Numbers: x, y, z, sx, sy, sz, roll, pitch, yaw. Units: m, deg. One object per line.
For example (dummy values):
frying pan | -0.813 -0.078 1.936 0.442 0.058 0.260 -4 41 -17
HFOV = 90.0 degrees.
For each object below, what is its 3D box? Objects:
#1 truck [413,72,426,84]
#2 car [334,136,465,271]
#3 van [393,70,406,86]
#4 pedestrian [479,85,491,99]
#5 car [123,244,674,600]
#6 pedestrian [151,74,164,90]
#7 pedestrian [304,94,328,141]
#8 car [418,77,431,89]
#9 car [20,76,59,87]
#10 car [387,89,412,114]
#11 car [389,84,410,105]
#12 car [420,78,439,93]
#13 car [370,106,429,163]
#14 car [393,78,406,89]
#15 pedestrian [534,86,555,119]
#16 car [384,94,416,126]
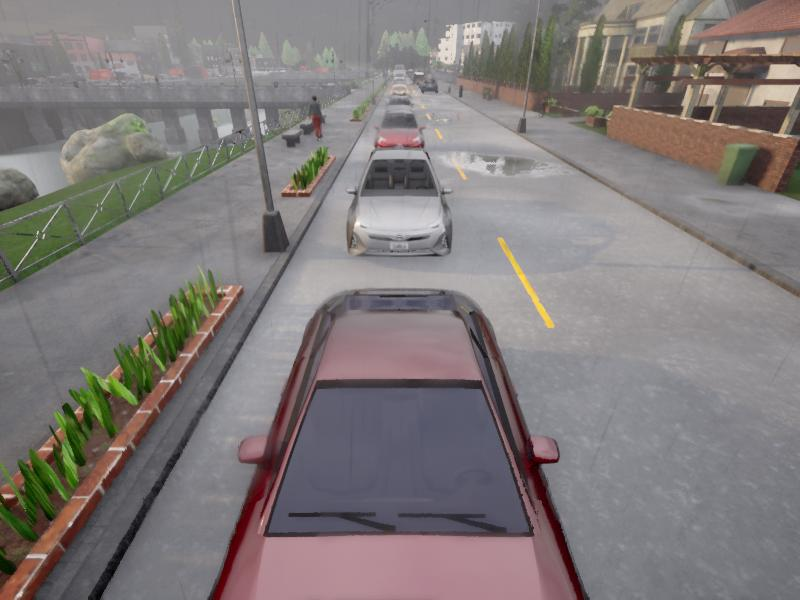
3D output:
truck | 3.934 -46.097 82.907 2.390 2.098 6.274 0 30 0
car | -0.012 -2.292 8.436 2.007 1.525 4.514 0 30 0
van | -0.062 -41.142 74.087 2.351 2.431 6.366 0 30 0
pedestrian | 8.723 -21.451 41.228 0.751 1.300 0.751 -12 32 -20
car | -0.007 1.031 2.931 1.994 1.385 4.181 0 30 0
pedestrian | -32.755 -29.477 54.140 0.751 1.860 0.751 3 30 5
pedestrian | -3.719 -8.149 17.882 0.751 1.860 0.751 -1 30 -1
car | 3.949 -35.549 65.400 1.851 1.617 3.988 0 30 0
car | -61.743 -37.529 68.670 1.930 1.638 5.238 0 30 0
car | -0.029 -15.319 30.749 1.845 1.501 3.633 0 30 0
car | -0.034 -20.019 38.793 1.882 1.535 5.008 0 30 0
car | 3.953 -29.198 54.380 2.242 1.667 4.611 0 30 0
car | -0.018 -6.778 16.120 2.007 1.525 4.514 0 30 0
car | -0.052 -34.237 63.295 1.994 1.385 4.181 0 30 0
pedestrian | 9.163 -12.514 25.364 0.751 1.860 0.751 -1 30 -1
car | -0.023 -11.868 24.891 1.816 1.474 4.193 0 30 0
